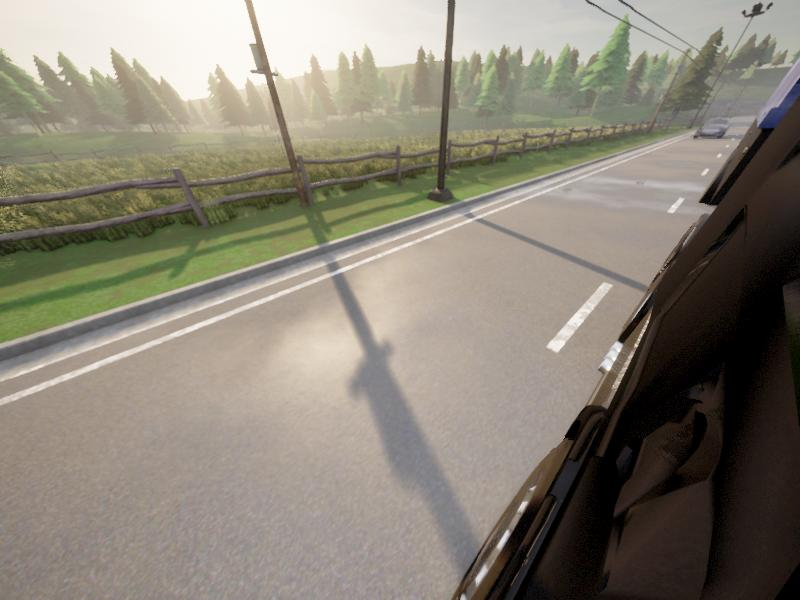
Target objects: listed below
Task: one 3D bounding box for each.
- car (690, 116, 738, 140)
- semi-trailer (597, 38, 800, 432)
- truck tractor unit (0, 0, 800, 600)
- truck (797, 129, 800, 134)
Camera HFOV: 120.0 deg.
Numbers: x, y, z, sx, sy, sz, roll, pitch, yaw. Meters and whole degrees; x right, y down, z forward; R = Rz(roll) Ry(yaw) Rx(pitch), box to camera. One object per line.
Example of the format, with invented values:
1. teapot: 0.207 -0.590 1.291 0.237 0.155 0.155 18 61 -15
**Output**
1. car: 31.089 -17.017 22.869 4.856 1.649 2.033 -28 44 -29
2. semi-trailer: 8.709 -3.609 4.201 14.254 4.402 2.717 -28 44 -29
3. truck tractor unit: 2.645 -0.295 0.351 6.516 4.208 3.053 -28 44 -30
4. truck: 40.652 -16.972 21.481 5.204 2.467 2.627 -28 43 -30
